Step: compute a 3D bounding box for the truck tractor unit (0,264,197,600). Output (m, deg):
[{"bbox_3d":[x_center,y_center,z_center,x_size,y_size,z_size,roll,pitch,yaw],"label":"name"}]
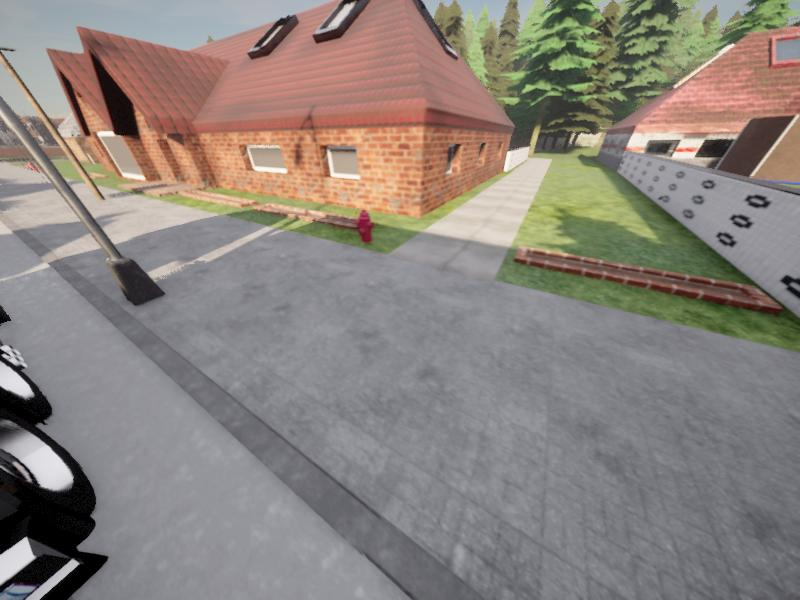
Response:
[{"bbox_3d":[-5.111,-0.299,0.780,6.516,4.208,3.053,18,39,24],"label":"truck tractor unit"}]
